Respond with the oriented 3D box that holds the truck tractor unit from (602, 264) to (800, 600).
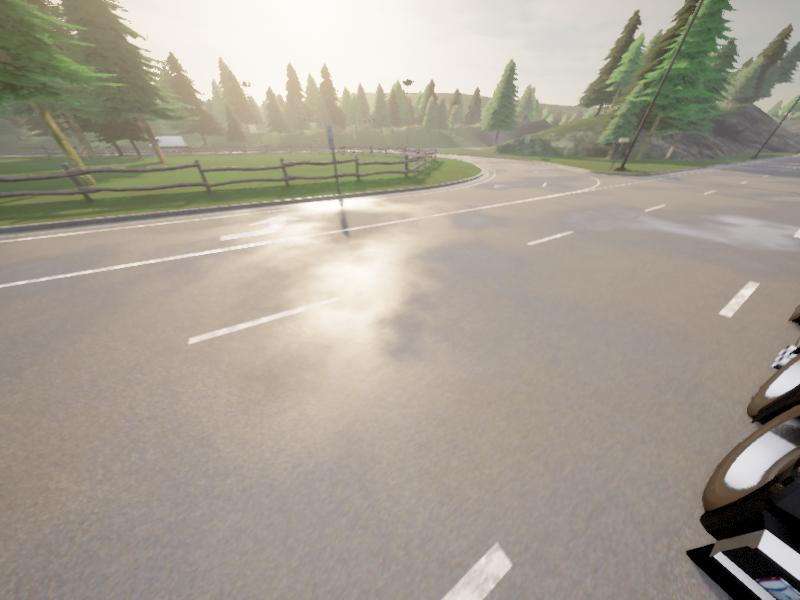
[{"bbox_3d":[5.113,-0.297,0.786,6.516,4.208,3.053,-18,39,-24],"label":"truck tractor unit"}]
